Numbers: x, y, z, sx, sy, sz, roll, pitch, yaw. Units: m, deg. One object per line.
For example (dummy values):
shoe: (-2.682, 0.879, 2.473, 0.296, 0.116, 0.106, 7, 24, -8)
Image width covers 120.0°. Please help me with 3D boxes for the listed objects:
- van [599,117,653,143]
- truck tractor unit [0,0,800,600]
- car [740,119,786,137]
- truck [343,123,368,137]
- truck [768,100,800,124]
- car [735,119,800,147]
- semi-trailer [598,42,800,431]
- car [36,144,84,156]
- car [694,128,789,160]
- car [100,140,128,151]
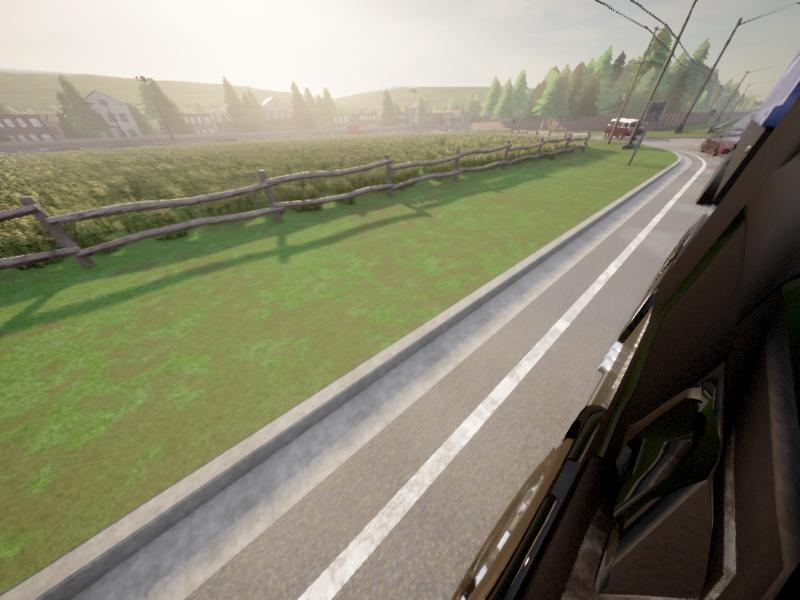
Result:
van: (26.420, -20.139, 27.282, 2.069, 2.038, 4.480, 1, 41, 5)
truck tractor unit: (2.645, -0.295, 0.352, 6.516, 4.208, 3.053, -28, 44, -30)
car: (40.217, -19.153, 25.690, 4.792, 1.488, 2.163, -28, 44, -30)
truck: (-16.306, -62.749, 85.159, 8.468, 3.827, 2.891, -28, 44, -30)
truck: (84.201, -40.777, 50.095, 8.468, 3.827, 2.891, -28, 44, -30)
car: (29.699, -13.612, 18.775, 5.027, 1.651, 2.152, -28, 44, -30)
semi-trailer: (8.693, -3.593, 4.255, 14.254, 4.402, 2.717, -28, 44, -30)
car: (-69.735, -30.942, 47.561, 5.238, 1.638, 1.930, -28, 44, -30)
car: (20.943, -9.850, 14.462, 1.994, 1.385, 4.181, 20, 42, 27)
car: (-71.163, -38.478, 57.513, 3.866, 1.878, 1.905, -28, 44, -30)
